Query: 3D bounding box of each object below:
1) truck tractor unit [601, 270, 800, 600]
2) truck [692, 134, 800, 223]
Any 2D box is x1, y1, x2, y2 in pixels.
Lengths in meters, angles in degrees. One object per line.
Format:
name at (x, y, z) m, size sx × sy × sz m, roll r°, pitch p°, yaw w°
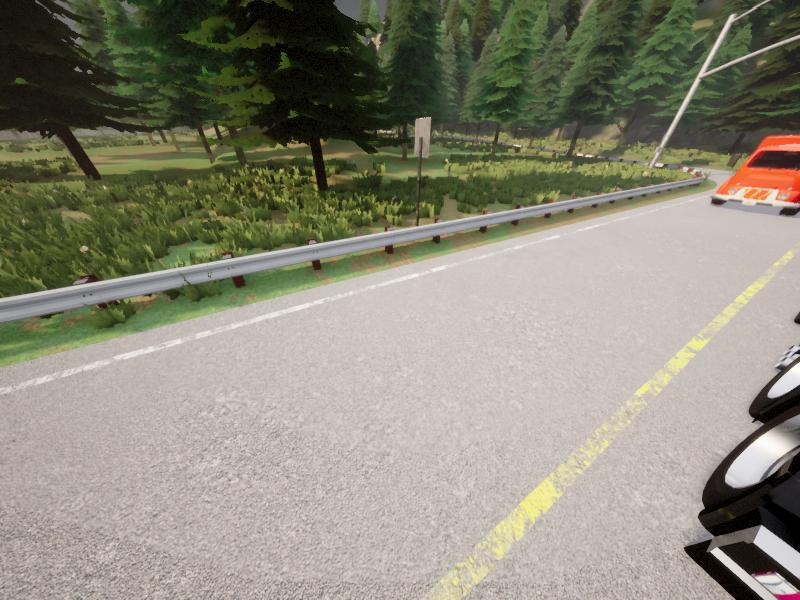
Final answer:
truck tractor unit at (5.120, -0.292, 0.767) m, size 6.516 × 4.208 × 3.053 m, roll -18°, pitch 39°, yaw -24°
truck at (15.206, -4.990, 9.113) m, size 5.204 × 2.467 × 2.627 m, roll -17°, pitch 38°, yaw -23°
